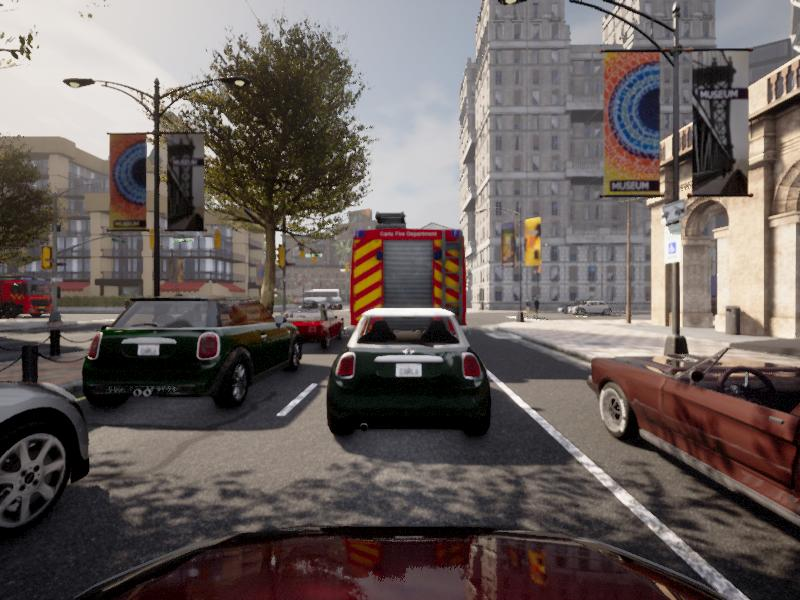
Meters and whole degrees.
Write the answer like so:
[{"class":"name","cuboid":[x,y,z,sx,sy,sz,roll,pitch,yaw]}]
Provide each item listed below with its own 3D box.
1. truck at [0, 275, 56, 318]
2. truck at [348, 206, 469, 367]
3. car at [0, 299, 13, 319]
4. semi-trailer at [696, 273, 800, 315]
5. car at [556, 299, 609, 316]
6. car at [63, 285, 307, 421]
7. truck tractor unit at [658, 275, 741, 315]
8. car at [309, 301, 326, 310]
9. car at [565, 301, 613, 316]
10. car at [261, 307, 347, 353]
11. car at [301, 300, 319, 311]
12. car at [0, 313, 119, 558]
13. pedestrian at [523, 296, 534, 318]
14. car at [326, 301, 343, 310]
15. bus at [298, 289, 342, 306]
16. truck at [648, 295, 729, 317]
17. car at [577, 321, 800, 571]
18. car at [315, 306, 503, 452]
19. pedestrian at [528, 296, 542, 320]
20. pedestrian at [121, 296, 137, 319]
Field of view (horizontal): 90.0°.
[{"class":"truck","cuboid":[-37.345,-0.326,37.063,8.468,3.827,2.891,0,0,1]},{"class":"truck","cuboid":[0.274,-0.323,13.780,2.891,3.827,8.468,0,0,1]},{"class":"car","cuboid":[-36.048,0.766,33.548,5.238,1.638,1.930,0,0,0]},{"class":"semi-trailer","cuboid":[39.987,-0.625,42.918,14.254,4.402,2.717,0,0,1]},{"class":"car","cuboid":[19.675,0.766,43.264,4.856,1.649,2.033,-1,0,1]},{"class":"car","cuboid":[-3.355,0.693,7.527,2.097,1.767,4.553,0,0,1]},{"class":"truck tractor unit","cuboid":[32.076,-0.525,43.073,6.516,4.208,3.053,0,0,1]},{"class":"car","cuboid":[-13.690,0.842,66.754,1.970,1.475,3.806,0,0,1]},{"class":"car","cuboid":[18.745,0.846,39.777,3.806,1.475,1.970,0,0,1]},{"class":"car","cuboid":[-3.218,0.941,14.445,1.895,1.301,4.718,0,0,1]},{"class":"car","cuboid":[-13.798,0.805,61.323,1.789,1.549,3.705,0,0,1]},{"class":"car","cuboid":[-3.473,0.853,1.600,1.970,1.475,3.806,0,0,1]},{"class":"pedestrian","cuboid":[11.084,0.631,34.511,0.751,1.860,0.751,0,0,8]},{"class":"car","cuboid":[-10.261,0.843,63.188,1.970,1.475,3.806,0,0,1]},{"class":"bus","cuboid":[-20.280,-0.555,102.135,10.273,4.253,3.944,0,0,2]},{"class":"truck","cuboid":[28.467,0.536,39.635,6.274,2.098,2.390,0,0,1]},{"class":"car","cuboid":[3.308,0.938,3.058,1.895,1.301,4.718,0,0,1]},{"class":"car","cuboid":[0.119,0.852,6.110,1.970,1.475,3.806,0,0,1]},{"class":"pedestrian","cuboid":[10.733,0.632,31.722,0.751,1.860,0.751,0,0,-15]},{"class":"pedestrian","cuboid":[-22.415,0.632,33.101,0.751,1.860,0.751,0,0,2]}]
